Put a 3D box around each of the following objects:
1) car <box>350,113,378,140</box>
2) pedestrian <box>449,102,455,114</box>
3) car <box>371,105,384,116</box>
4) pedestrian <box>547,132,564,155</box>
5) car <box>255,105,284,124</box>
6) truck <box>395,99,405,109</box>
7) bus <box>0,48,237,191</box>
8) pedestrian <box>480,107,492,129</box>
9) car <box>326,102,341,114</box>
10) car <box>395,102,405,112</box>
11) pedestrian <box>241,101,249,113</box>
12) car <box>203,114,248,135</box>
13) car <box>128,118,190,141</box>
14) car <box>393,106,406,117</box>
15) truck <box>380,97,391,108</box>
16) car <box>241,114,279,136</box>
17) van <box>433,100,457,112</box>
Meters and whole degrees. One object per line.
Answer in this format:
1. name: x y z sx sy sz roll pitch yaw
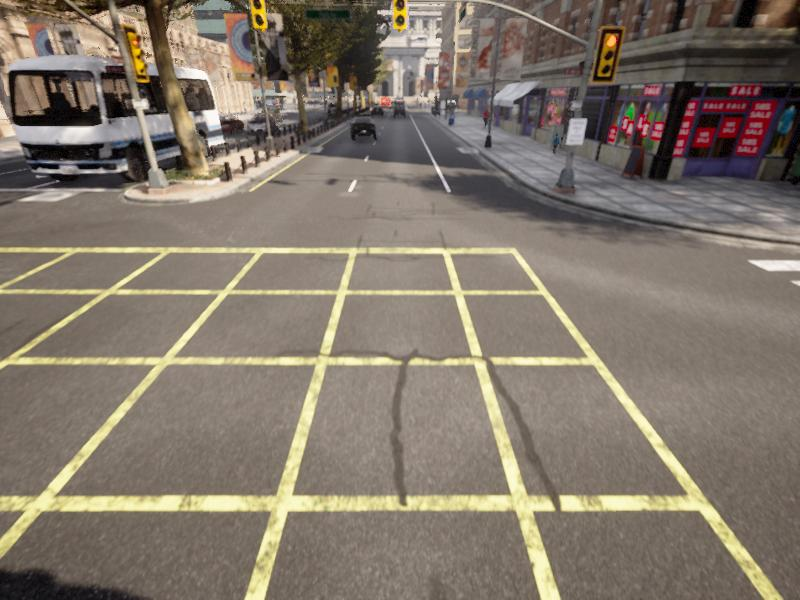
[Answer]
1. car: -2.936 -13.795 31.691 1.930 1.638 5.238 -3 27 -6
2. pedestrian: 8.537 -31.369 65.391 0.751 1.860 0.751 -1 27 -3
3. car: -3.552 -30.405 64.226 1.970 1.475 3.806 0 27 0
4. pedestrian: 8.351 -8.405 21.486 0.500 1.100 0.500 -1 27 -2
5. car: -15.039 -21.469 46.273 1.905 1.878 3.866 0 27 0
6. truck: -0.077 -47.064 96.027 2.390 2.098 6.274 0 27 0
7. bus: -11.390 -8.057 17.590 3.944 4.253 10.273 0 27 0
8. pedestrian: 8.032 -17.030 37.455 0.751 1.860 0.751 1 27 1
9. car: -11.714 -33.870 70.469 1.932 1.855 4.605 -1 27 -2
10. car: -0.065 -38.526 79.892 1.930 1.638 5.238 0 27 0
11. pedestrian: -26.023 -32.461 67.246 0.751 1.860 0.751 -4 28 -9
12. car: -15.022 -15.213 34.657 1.994 1.385 4.181 0 27 0
13. car: -18.275 -13.143 30.667 1.895 1.301 4.718 0 27 0
14. car: -0.050 -28.975 61.445 1.837 1.490 4.892 0 27 0
15. truck: -3.579 -49.615 100.556 2.627 2.467 5.204 0 27 0
16. car: -11.607 -14.687 33.477 1.845 1.501 3.633 0 28 -1
17. van: 9.047 -39.049 80.554 4.480 2.038 2.069 4 28 7
